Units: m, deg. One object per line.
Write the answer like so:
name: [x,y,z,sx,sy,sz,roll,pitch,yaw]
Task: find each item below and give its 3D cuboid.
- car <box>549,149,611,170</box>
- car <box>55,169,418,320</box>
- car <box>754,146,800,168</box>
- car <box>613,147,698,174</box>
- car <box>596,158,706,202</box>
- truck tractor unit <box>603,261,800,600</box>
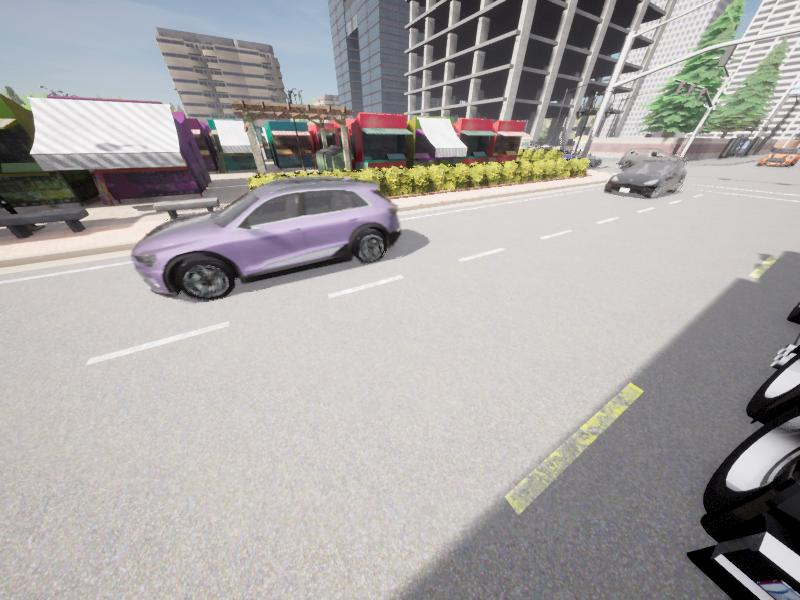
car: [17.420,-13.863,22.642,1.816,1.474,4.193,-17,39,-24]
car: [-2.269,-1.551,4.782,4.856,1.649,2.033,-18,39,-24]
car: [41.592,-15.600,25.131,4.553,1.767,2.097,-18,39,-24]
car: [23.048,-12.820,21.058,2.242,1.667,4.611,-23,42,-29]
car: [12.705,-6.230,11.739,4.792,1.488,2.163,-19,39,-25]
truck tractor unit: [5.104,-0.308,0.788,6.516,4.208,3.053,-19,39,-24]
